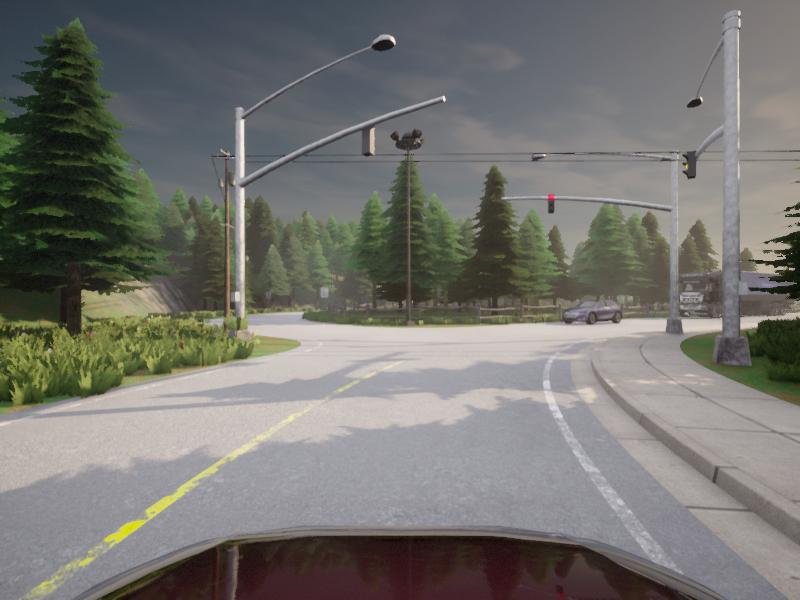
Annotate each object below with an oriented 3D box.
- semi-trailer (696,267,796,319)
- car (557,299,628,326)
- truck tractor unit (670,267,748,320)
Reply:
[{"bbox_3d":[33.988,-0.620,38.939,14.254,4.402,2.717,0,0,-30],"label":"semi-trailer"},{"bbox_3d":[13.015,0.776,26.981,4.856,1.649,2.033,0,0,-31],"label":"car"},{"bbox_3d":[27.099,-0.522,35.040,6.516,4.208,3.053,0,0,-29],"label":"truck tractor unit"}]
